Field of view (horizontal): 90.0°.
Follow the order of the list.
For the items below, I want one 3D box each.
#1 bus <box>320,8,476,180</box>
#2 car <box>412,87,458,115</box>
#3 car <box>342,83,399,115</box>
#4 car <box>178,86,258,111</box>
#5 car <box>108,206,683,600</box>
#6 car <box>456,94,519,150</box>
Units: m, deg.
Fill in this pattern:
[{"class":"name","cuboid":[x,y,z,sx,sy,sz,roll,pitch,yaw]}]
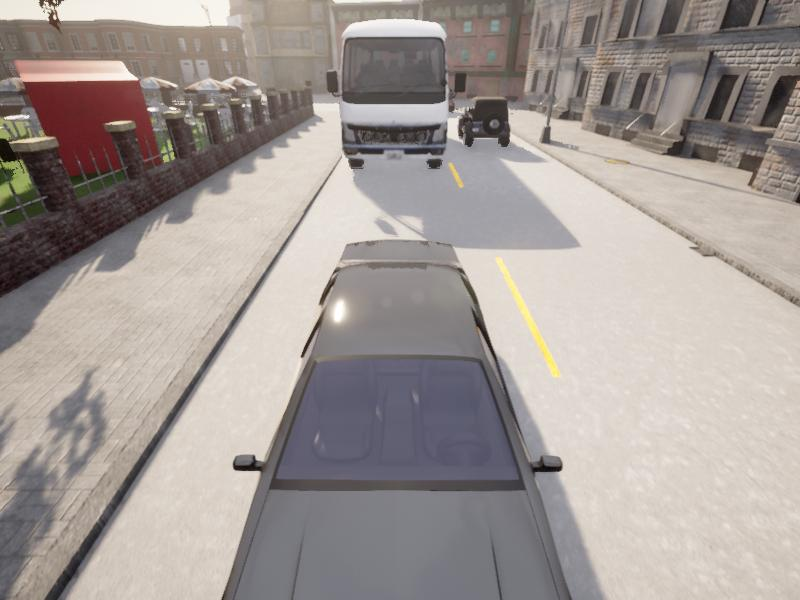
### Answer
[{"class":"bus","cuboid":[0.054,-8.081,15.620,3.944,4.253,10.273,1,30,1]},{"class":"car","cuboid":[2.526,-15.108,30.258,1.851,1.617,3.988,-11,32,-19]},{"class":"car","cuboid":[-2.200,-15.084,29.935,3.866,1.878,1.905,22,36,33]},{"class":"car","cuboid":[-14.462,-16.173,32.033,5.238,1.638,1.930,0,30,0]},{"class":"car","cuboid":[-0.013,0.689,3.450,2.033,1.411,5.357,0,30,0]},{"class":"car","cuboid":[3.759,-8.099,17.984,1.905,1.878,3.866,0,30,0]}]
